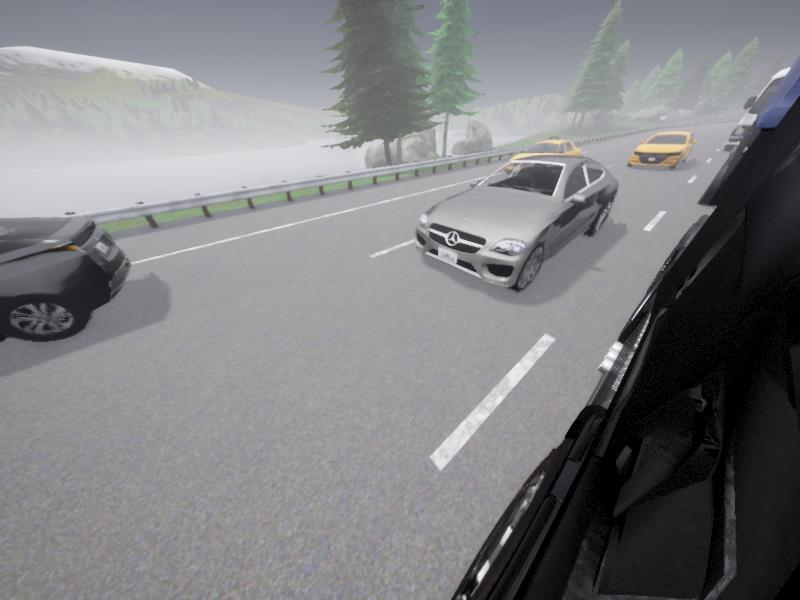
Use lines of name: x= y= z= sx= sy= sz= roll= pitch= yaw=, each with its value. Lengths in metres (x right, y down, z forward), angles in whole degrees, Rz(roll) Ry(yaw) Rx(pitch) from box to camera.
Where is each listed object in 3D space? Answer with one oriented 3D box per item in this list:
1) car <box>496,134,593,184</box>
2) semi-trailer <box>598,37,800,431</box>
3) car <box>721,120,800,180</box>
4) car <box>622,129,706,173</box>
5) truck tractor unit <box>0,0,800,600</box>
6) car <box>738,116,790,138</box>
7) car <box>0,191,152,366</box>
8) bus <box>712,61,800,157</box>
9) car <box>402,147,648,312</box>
car: x=7.249 y=-7.133 z=11.466 sx=5.366 sy=1.575 sz=1.801 roll=-28 pitch=43 yaw=-30
semi-trailer: x=8.711 y=-3.588 z=4.228 sx=14.254 sy=4.402 sz=2.717 roll=-28 pitch=43 yaw=-30
car: x=16.477 y=-6.686 z=10.097 sx=4.553 sy=1.767 sz=2.097 roll=-28 pitch=44 yaw=-30
car: x=14.044 y=-8.015 z=12.251 sx=5.008 sy=1.535 sz=1.882 roll=-28 pitch=43 yaw=-30
truck tractor unit: x=2.645 y=-0.295 z=0.351 sx=6.516 sy=4.208 sz=3.053 roll=-28 pitch=44 yaw=-30
car: x=38.053 y=-18.188 z=24.276 sx=4.611 sy=1.667 sz=2.242 roll=-28 pitch=44 yaw=-30
car: x=-6.309 y=0.117 z=2.633 sx=4.514 sy=1.525 sz=2.007 roll=-28 pitch=44 yaw=-30
bus: x=25.985 y=-12.695 z=15.503 sx=10.273 sy=4.253 sz=3.944 roll=-28 pitch=44 yaw=-30
car: x=2.670 y=-1.977 z=4.795 sx=5.027 sy=1.651 sz=2.152 roll=-28 pitch=43 yaw=-30
